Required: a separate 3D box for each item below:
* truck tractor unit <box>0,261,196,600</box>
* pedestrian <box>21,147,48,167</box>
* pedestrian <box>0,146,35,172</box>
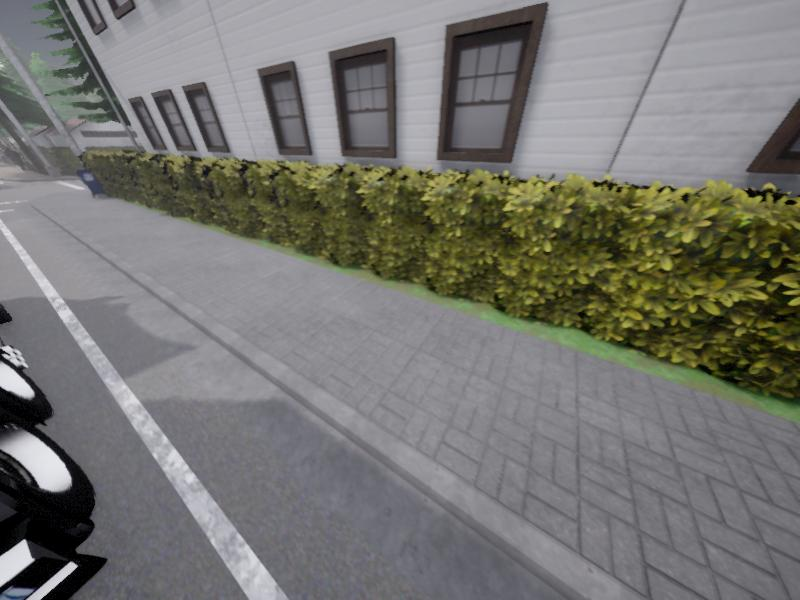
[{"bbox_3d":[-5.107,-0.304,0.789,6.516,4.208,3.053,18,39,24],"label":"truck tractor unit"},{"bbox_3d":[-40.905,-16.031,25.837,0.751,1.860,0.751,20,40,27],"label":"pedestrian"},{"bbox_3d":[-32.695,-12.024,19.680,0.751,1.860,0.751,14,37,20],"label":"pedestrian"}]
